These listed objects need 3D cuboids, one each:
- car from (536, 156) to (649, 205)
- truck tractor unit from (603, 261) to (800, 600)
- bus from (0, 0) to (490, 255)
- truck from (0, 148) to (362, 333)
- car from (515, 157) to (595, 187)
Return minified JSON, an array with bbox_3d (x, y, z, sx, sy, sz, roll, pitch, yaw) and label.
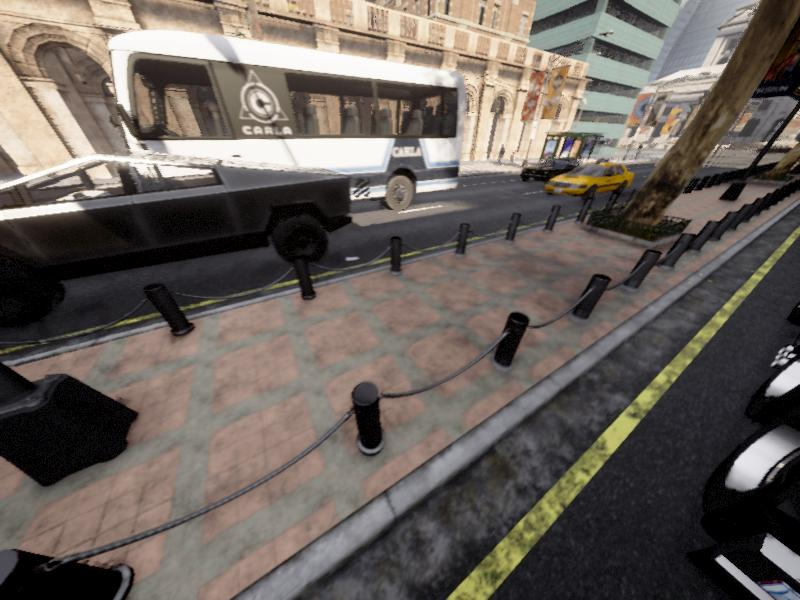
[{"bbox_3d":[9.361,-5.924,11.207,5.366,1.575,1.801,-18,39,-25],"label":"car"},{"bbox_3d":[5.103,-0.310,0.790,6.516,4.208,3.053,-19,39,-24],"label":"truck tractor unit"},{"bbox_3d":[-2.538,-5.318,7.898,10.273,4.253,3.944,-19,39,-25],"label":"bus"},{"bbox_3d":[-4.231,-1.649,4.503,6.274,2.098,2.390,-18,39,-25],"label":"truck"},{"bbox_3d":[10.003,-8.334,14.925,4.718,1.301,1.895,-18,39,-25],"label":"car"}]
